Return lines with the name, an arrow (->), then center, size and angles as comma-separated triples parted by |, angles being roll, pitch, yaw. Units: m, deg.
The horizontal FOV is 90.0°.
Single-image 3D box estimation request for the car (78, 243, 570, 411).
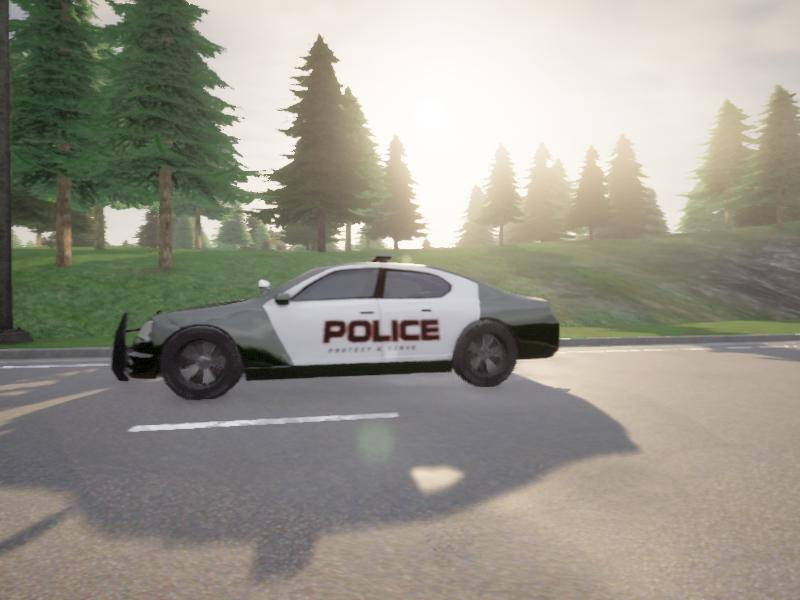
car -> -0.693, 0.232, 5.133 | 4.974, 1.542, 2.038 | 0, 0, -11
